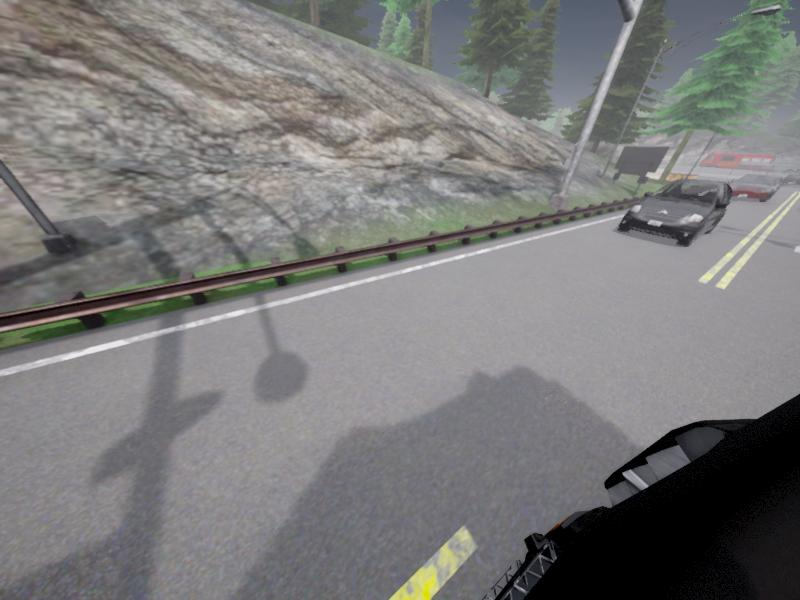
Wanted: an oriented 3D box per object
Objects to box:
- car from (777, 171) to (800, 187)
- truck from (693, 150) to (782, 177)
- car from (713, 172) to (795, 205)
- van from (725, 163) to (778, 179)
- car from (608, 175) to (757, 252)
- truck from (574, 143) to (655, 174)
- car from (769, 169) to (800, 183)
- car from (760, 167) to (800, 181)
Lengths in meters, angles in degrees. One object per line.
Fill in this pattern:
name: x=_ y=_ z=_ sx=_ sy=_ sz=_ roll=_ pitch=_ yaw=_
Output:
car: x=48.180 y=-13.830 z=26.715 sx=2.007 sy=1.525 sz=4.514 roll=-18 pitch=39 yaw=-28
truck: x=63.715 y=-26.112 z=44.037 sx=2.891 sy=3.827 sz=8.468 roll=-18 pitch=39 yaw=-28
car: x=23.498 y=-7.509 z=15.323 sx=4.792 sy=1.488 sz=2.163 roll=-18 pitch=39 yaw=-27
van: x=59.435 y=-21.944 z=39.179 sx=1.775 sy=1.987 sz=4.442 roll=-18 pitch=39 yaw=-28
car: x=9.084 y=-2.972 z=7.472 sx=3.988 sy=1.617 sz=1.851 roll=-18 pitch=39 yaw=-27
truck: x=34.720 y=-23.300 z=37.931 sx=2.891 sy=3.827 sz=8.468 roll=-18 pitch=39 yaw=-28
car: x=58.989 y=-18.483 z=34.508 sx=1.970 sy=1.475 sz=3.806 roll=-18 pitch=39 yaw=-28
car: x=64.438 y=-20.908 z=38.265 sx=2.033 sy=1.649 sz=4.856 roll=-18 pitch=39 yaw=-28
